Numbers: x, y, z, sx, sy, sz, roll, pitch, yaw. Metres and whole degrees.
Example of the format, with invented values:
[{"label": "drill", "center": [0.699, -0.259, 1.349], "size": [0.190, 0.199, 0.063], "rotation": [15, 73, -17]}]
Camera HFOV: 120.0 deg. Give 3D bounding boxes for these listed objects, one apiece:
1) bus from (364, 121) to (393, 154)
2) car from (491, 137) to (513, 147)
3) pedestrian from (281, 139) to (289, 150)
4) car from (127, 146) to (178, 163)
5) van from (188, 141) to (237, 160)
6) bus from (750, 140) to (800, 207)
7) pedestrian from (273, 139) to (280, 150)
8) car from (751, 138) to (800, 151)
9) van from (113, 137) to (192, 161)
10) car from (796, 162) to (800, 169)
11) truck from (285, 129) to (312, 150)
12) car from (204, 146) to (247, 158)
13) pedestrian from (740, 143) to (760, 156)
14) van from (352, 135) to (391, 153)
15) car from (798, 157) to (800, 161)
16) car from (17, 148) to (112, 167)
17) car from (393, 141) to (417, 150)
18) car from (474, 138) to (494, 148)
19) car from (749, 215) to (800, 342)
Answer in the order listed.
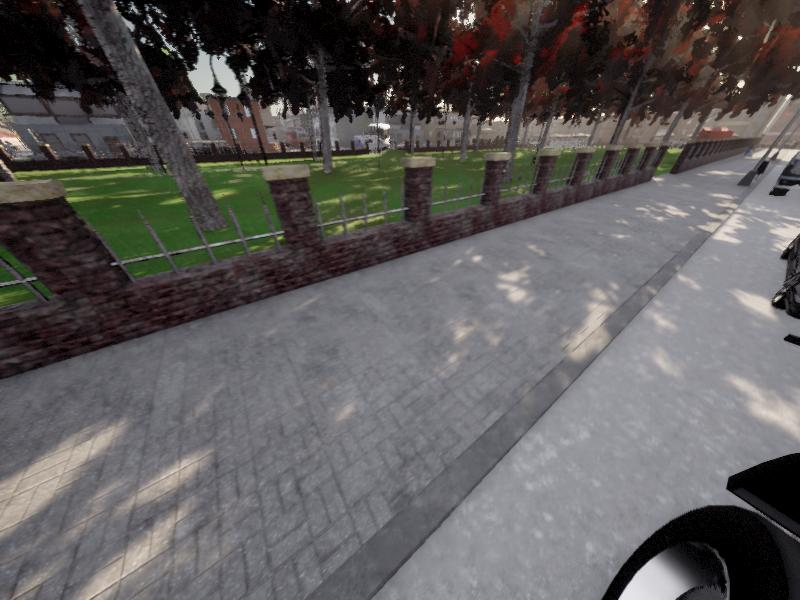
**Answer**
[{"label": "bus", "center": [-4.064, -31.870, 45.117], "size": [3.944, 4.253, 10.273], "rotation": [8, 38, -2]}, {"label": "car", "center": [25.773, -39.999, 58.516], "size": [5.566, 2.045, 2.150], "rotation": [-24, 42, -30]}, {"label": "pedestrian", "center": [-23.272, -31.387, 46.730], "size": [0.751, 1.860, 0.751], "rotation": [27, 43, 33]}, {"label": "car", "center": [-29.212, -17.360, 27.451], "size": [3.633, 1.501, 1.845], "rotation": [-23, 41, -29]}, {"label": "van", "center": [-24.249, -19.521, 30.066], "size": [4.442, 1.987, 1.775], "rotation": [-24, 41, -29]}, {"label": "bus", "center": [20.372, -6.857, 9.709], "size": [10.273, 4.253, 3.944], "rotation": [-23, 41, -27]}, {"label": "pedestrian", "center": [-26.674, -33.645, 49.963], "size": [0.751, 1.860, 0.751], "rotation": [-22, 41, -28]}, {"label": "car", "center": [70.277, -29.075, 43.134], "size": [1.932, 1.855, 4.605], "rotation": [-14, 38, -19]}, {"label": "van", "center": [-31.595, -19.675, 29.974], "size": [6.366, 2.431, 2.351], "rotation": [-22, 41, -28]}, {"label": "car", "center": [33.389, -11.305, 17.944], "size": [3.866, 1.878, 1.905], "rotation": [-22, 41, -28]}, {"label": "truck", "center": [-23.716, -37.312, 53.661], "size": [2.891, 3.827, 8.468], "rotation": [-22, 41, -28]}, {"label": "car", "center": [-25.213, -21.564, 33.567], "size": [4.718, 1.301, 1.895], "rotation": [-20, 40, -25]}, {"label": "pedestrian", "center": [41.779, -17.979, 27.600], "size": [0.751, 1.300, 0.751], "rotation": [-23, 41, -28]}, {"label": "van", "center": [-4.936, -27.574, 40.892], "size": [6.366, 2.431, 2.351], "rotation": [0, 36, 2]}, {"label": "car", "center": [43.757, -15.457, 23.936], "size": [5.238, 1.638, 1.930], "rotation": [-22, 41, -28]}, {"label": "car", "center": [-34.999, -15.112, 24.443], "size": [5.357, 1.411, 2.033], "rotation": [-21, 40, -27]}, {"label": "car", "center": [1.076, -32.621, 48.835], "size": [4.674, 1.442, 1.812], "rotation": [-22, 41, -28]}, {"label": "car", "center": [20.170, -37.770, 55.560], "size": [4.605, 1.855, 1.932], "rotation": [-22, 41, -28]}, {"label": "car", "center": [7.842, -0.636, 3.519], "size": [5.357, 1.411, 2.033], "rotation": [-22, 41, -28]}]
